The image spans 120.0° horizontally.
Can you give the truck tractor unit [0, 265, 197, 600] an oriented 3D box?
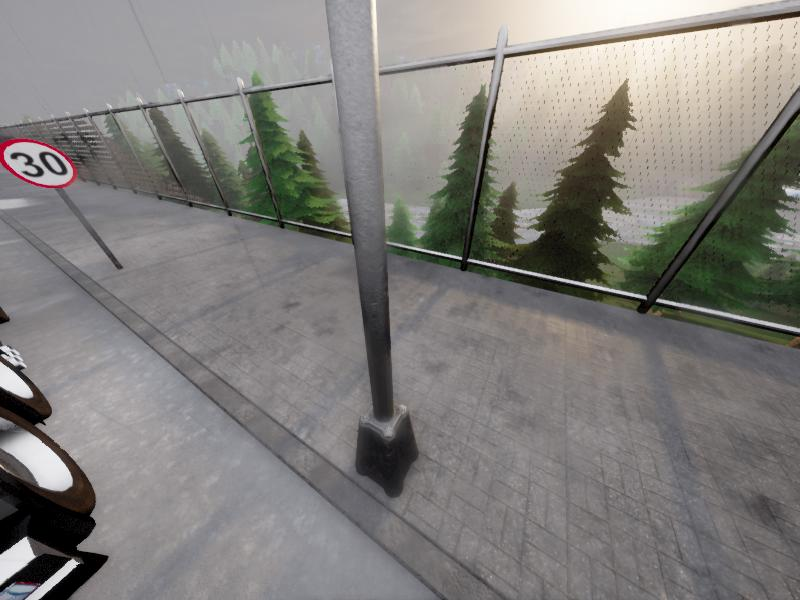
[{"bbox_3d":[-5.113,-0.299,0.778,6.516,4.208,3.053,18,39,24],"label":"truck tractor unit"}]
